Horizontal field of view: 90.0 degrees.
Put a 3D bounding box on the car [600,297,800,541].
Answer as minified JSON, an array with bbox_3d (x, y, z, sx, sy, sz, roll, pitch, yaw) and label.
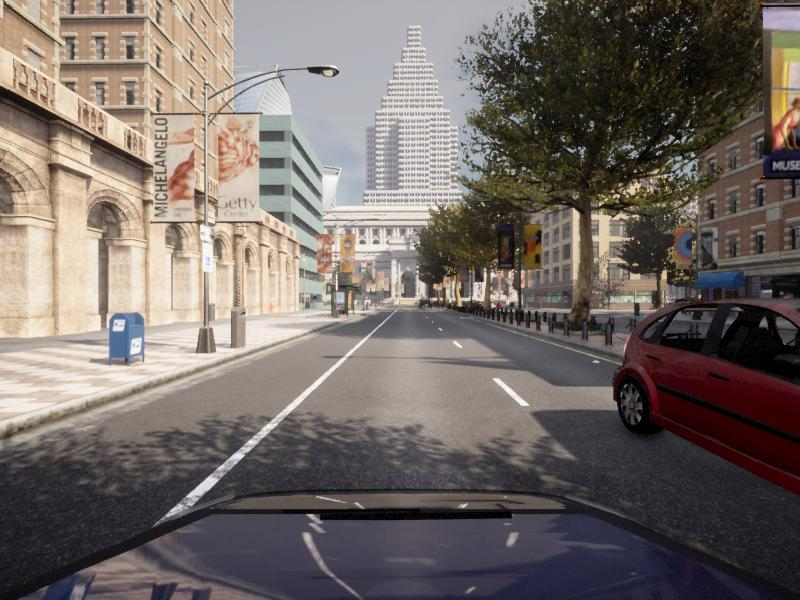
[{"bbox_3d":[3.587,0.788,3.390,1.851,1.617,3.988,0,0,1],"label":"car"}]

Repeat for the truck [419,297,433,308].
[{"bbox_3d":[5.076,0.540,78.960,2.390,2.098,6.274,0,0,1],"label":"truck"}]

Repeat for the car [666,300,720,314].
[{"bbox_3d":[34.731,0.826,47.556,4.974,1.542,2.038,0,0,-1],"label":"car"}]

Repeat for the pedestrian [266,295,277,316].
[{"bbox_3d":[-11.466,0.485,35.691,0.751,1.860,0.751,0,0,0],"label":"pedestrian"}]

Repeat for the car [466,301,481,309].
[{"bbox_3d":[12.916,0.869,70.746,1.812,1.442,4.674,0,0,1],"label":"car"}]
